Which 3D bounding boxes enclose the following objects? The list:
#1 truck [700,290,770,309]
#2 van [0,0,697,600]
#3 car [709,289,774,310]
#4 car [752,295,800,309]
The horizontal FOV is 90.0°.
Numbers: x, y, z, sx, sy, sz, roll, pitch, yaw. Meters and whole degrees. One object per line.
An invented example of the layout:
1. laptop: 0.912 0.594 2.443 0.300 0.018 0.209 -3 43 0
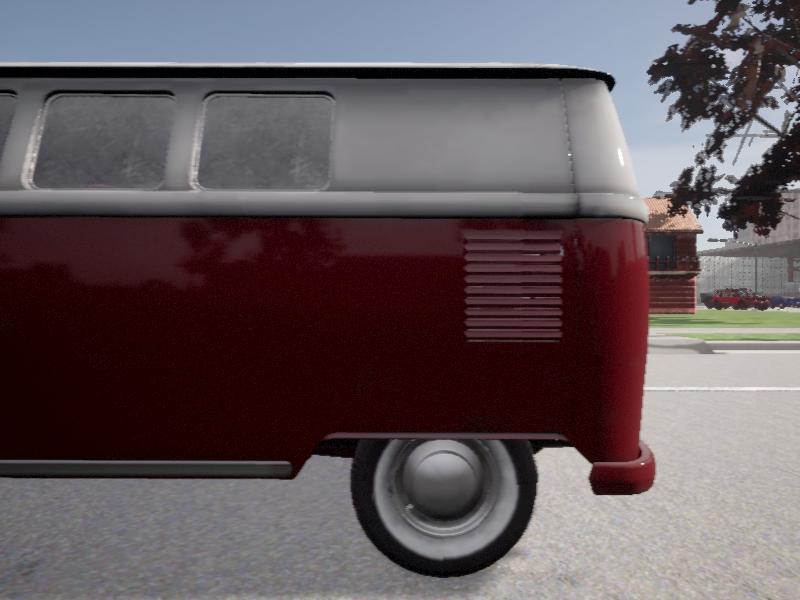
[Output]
1. truck: 38.266 -0.070 45.986 2.390 2.098 6.274 0 0 -5
2. van: -1.254 0.001 2.197 4.442 1.987 1.775 0 0 0
3. car: 34.679 -0.042 40.898 2.150 2.045 5.566 0 0 3
4. car: 45.103 0.210 47.716 1.882 1.535 5.008 0 0 2
